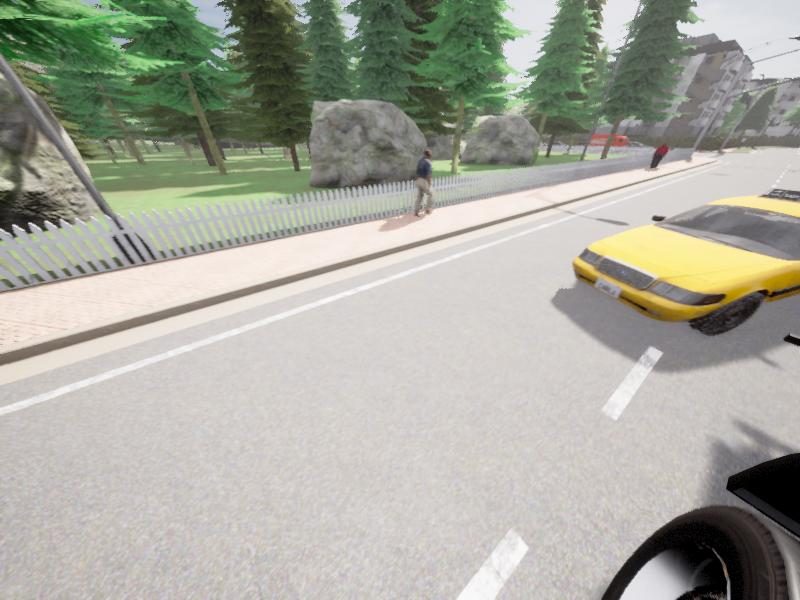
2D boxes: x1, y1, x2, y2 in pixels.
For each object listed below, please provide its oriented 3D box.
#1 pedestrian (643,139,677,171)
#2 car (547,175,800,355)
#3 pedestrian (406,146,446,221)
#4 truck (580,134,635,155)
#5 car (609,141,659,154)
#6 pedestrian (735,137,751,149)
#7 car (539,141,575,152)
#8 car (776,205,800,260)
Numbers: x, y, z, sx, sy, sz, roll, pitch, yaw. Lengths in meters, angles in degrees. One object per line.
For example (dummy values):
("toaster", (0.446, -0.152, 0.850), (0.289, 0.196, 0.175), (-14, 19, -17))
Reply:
("pedestrian", (18.765, -10.488, 16.703), (0.751, 1.860, 0.751), (-22, 40, -27))
("car", (5.577, -0.914, 3.783), (5.366, 1.575, 1.801), (-10, 36, -14))
("pedestrian", (0.726, -3.433, 6.850), (0.751, 1.860, 0.751), (-23, 41, -28))
("truck", (31.635, -23.961, 35.476), (2.627, 2.467, 5.204), (-21, 40, -26))
("car", (35.912, -23.503, 35.622), (2.128, 1.511, 4.902), (-21, 40, -26))
("pedestrian", (61.304, -28.100, 41.315), (0.751, 1.860, 0.751), (-19, 39, -24))
("car", (27.611, -27.094, 40.801), (1.837, 1.490, 4.892), (-21, 40, -26))
("car", (11.201, -1.919, 5.248), (4.792, 1.488, 2.163), (-22, 41, -28))
